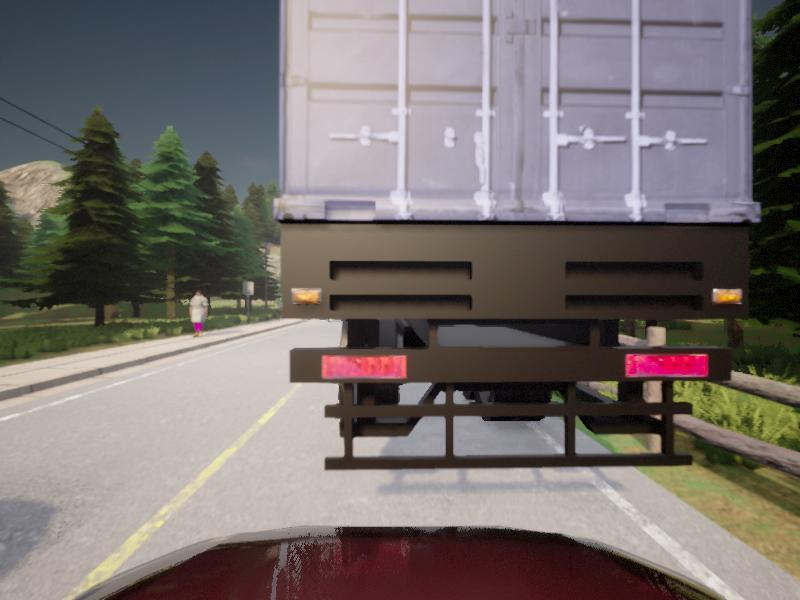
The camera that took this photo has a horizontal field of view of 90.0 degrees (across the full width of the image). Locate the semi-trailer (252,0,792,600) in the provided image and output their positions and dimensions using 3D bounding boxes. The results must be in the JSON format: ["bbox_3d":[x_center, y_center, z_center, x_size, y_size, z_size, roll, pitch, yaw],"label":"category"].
[{"bbox_3d":[0.419,-0.602,9.123,2.717,4.402,14.254,0,0,-2],"label":"semi-trailer"}]

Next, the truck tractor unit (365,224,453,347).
[{"bbox_3d":[0.117,-0.493,17.029,3.053,4.208,6.516,0,0,-4],"label":"truck tractor unit"}]

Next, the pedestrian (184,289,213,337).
[{"bbox_3d":[-7.969,0.508,15.834,0.751,1.860,0.751,0,0,4],"label":"pedestrian"}]

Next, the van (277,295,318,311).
[{"bbox_3d":[-15.887,0.443,61.878,6.366,2.431,2.351,0,0,33],"label":"van"}]
